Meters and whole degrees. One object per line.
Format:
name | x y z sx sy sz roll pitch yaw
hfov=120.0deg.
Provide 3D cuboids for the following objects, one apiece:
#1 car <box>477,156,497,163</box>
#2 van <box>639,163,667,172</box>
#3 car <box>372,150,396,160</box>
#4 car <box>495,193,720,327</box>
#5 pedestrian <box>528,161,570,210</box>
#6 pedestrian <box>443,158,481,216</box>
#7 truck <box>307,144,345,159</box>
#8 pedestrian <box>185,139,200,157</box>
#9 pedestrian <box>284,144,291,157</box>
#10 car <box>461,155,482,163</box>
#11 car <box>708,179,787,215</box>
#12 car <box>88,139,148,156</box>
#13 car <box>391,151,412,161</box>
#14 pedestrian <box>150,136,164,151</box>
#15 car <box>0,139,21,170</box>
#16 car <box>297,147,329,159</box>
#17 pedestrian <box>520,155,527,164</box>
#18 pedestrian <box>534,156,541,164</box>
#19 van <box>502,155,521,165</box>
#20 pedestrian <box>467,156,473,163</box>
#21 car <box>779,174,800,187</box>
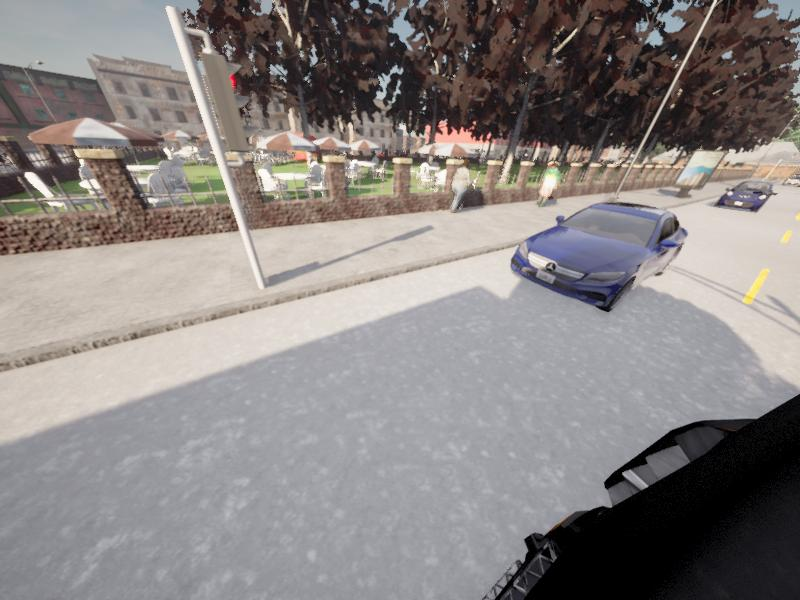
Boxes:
car | 24.112 -38.819 63.933 4.902 1.511 2.128 -17 38 -27
van | 69.630 -36.548 63.660 1.775 1.987 4.442 -17 38 -27
car | -3.376 -30.695 48.914 4.514 1.525 2.007 -17 38 -28
car | 4.476 -1.241 4.937 4.674 1.442 1.812 -18 39 -28
pedestrian | 6.670 -5.157 10.443 0.751 1.860 0.751 -15 38 -26
pedestrian | 2.284 -4.230 8.684 0.751 1.860 0.751 -17 39 -28
truck | -13.731 -27.819 43.196 6.274 2.098 2.390 -17 38 -28
pedestrian | -25.380 -18.586 28.235 0.751 1.860 0.751 -17 38 -28
pedestrian | -20.036 -26.678 41.130 0.751 1.860 0.751 -8 35 -16
car | 17.337 -34.295 56.287 4.892 1.490 1.837 -17 38 -27
car | 20.341 -6.114 13.533 3.633 1.501 1.845 -18 39 -29
car | -32.819 -17.841 27.088 1.970 1.475 3.806 5 33 3
car | 0.311 -29.263 47.012 3.705 1.549 1.789 -16 38 -27
pedestrian | -37.071 -23.823 35.238 0.751 1.860 0.751 27 40 32
car | -24.958 -8.314 12.904 1.932 1.855 4.605 -17 39 -27
car | -14.617 -24.710 38.929 4.514 1.525 2.007 -17 38 -27
pedestrian | 31.583 -35.877 59.058 0.751 1.860 0.751 -15 37 -25
pedestrian | 36.965 -37.493 61.945 0.751 1.860 0.751 -16 38 -27
van | 30.595 -38.442 63.345 4.480 2.038 2.069 -17 38 -27
pedestrian | 15.349 -30.754 50.486 0.751 1.300 0.751 -7 35 -15
car | 58.430 -17.677 34.141 3.633 1.501 1.845 -18 39 -29
